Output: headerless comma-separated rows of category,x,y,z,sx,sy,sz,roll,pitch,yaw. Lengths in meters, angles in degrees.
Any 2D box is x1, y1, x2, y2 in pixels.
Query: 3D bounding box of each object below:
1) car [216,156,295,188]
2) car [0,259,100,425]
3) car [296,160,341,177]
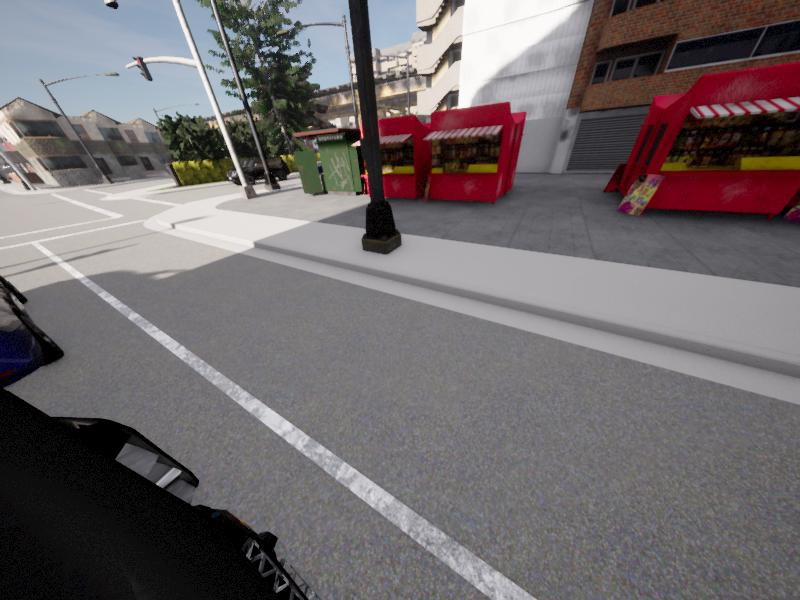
car,-13.016,-11.970,21.367,2.150,2.045,5.566,15,38,27
car,-6.372,0.263,2.729,4.792,1.488,2.163,15,38,26
car,-9.316,-15.296,26.767,1.895,1.301,4.718,15,38,27
